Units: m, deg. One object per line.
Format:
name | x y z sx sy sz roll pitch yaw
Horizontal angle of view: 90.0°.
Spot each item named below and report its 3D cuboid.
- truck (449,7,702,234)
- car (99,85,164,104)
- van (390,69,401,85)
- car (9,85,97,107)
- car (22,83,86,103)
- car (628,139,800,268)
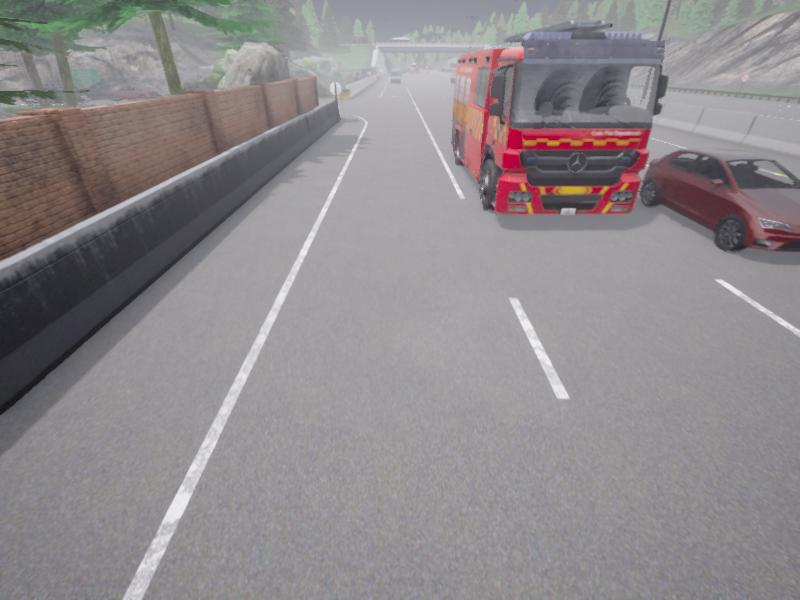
truck | 3.378 -5.184 11.044 2.891 3.827 8.468 0 30 0
car | -23.963 -18.450 35.829 4.181 1.385 1.994 0 30 1
van | -0.806 -41.635 74.555 1.988 2.561 5.915 0 30 0
car | -28.298 -16.736 32.775 4.902 1.511 2.128 0 30 0
car | -30.835 -18.523 35.794 3.705 1.549 1.789 0 30 0
car | 6.924 -2.253 8.352 1.816 1.474 4.193 0 30 0
